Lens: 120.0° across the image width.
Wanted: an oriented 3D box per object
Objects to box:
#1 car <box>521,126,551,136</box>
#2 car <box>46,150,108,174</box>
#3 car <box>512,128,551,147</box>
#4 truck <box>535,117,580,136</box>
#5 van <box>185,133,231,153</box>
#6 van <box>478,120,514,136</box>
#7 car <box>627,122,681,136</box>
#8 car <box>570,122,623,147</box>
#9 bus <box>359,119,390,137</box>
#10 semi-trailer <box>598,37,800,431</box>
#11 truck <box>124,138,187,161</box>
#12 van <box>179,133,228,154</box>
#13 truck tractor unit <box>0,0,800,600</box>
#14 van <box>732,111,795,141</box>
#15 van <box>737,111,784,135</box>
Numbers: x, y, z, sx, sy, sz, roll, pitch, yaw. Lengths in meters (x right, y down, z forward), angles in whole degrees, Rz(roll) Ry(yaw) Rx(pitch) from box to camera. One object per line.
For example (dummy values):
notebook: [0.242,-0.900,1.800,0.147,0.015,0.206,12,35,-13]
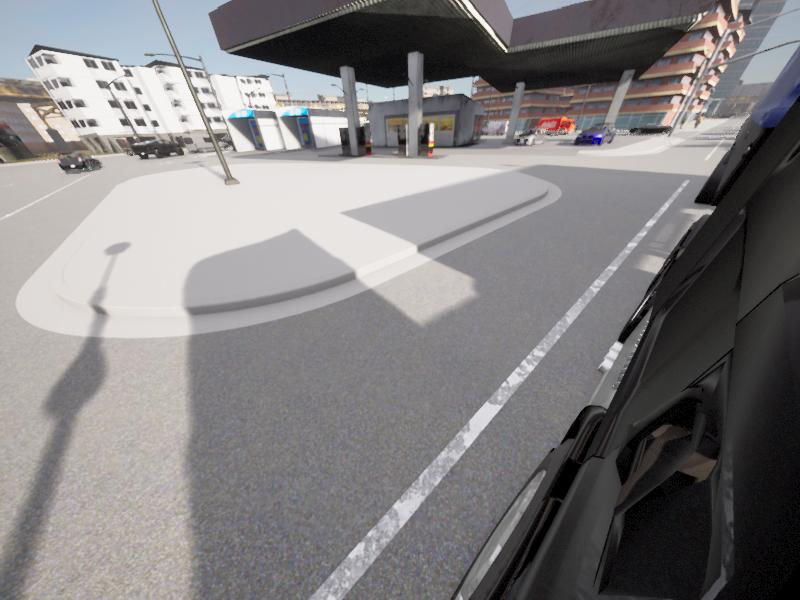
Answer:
car: [25.805,-32.211,43.924,1.994,1.385,4.181,-29,44,-31]
car: [-29.410,-12.759,21.255,1.845,1.501,3.633,-20,40,-22]
car: [14.236,-17.684,25.056,3.806,1.475,1.970,-28,44,-30]
truck: [26.339,-29.129,38.843,2.627,2.467,5.204,-29,45,-31]
van: [-34.448,-28.538,41.822,1.988,2.561,5.915,8,39,15]
van: [20.124,-36.302,48.864,2.351,2.431,6.366,-29,44,-31]
car: [34.574,-23.335,31.574,1.895,1.301,4.718,-29,44,-31]
car: [18.542,-15.624,21.765,4.611,1.667,2.242,-28,44,-30]
bus: [-8.305,-55.316,74.484,3.944,4.253,10.273,-30,44,-31]
semi-trailer: [8.663,-3.630,4.260,14.254,4.402,2.717,-29,44,-30]
truck: [-32.887,-20.636,31.527,2.390,2.098,6.274,-5,37,-3]
van: [-32.059,-25.835,38.056,1.988,2.561,5.915,4,37,9]
truck tractor unit: [2.645,-0.295,0.351,6.516,4.208,3.053,-28,44,-30]
van: [33.009,-15.937,21.165,4.480,2.038,2.069,-31,46,-32]
van: [41.689,-20.591,26.846,4.480,2.038,2.069,-28,44,-31]
